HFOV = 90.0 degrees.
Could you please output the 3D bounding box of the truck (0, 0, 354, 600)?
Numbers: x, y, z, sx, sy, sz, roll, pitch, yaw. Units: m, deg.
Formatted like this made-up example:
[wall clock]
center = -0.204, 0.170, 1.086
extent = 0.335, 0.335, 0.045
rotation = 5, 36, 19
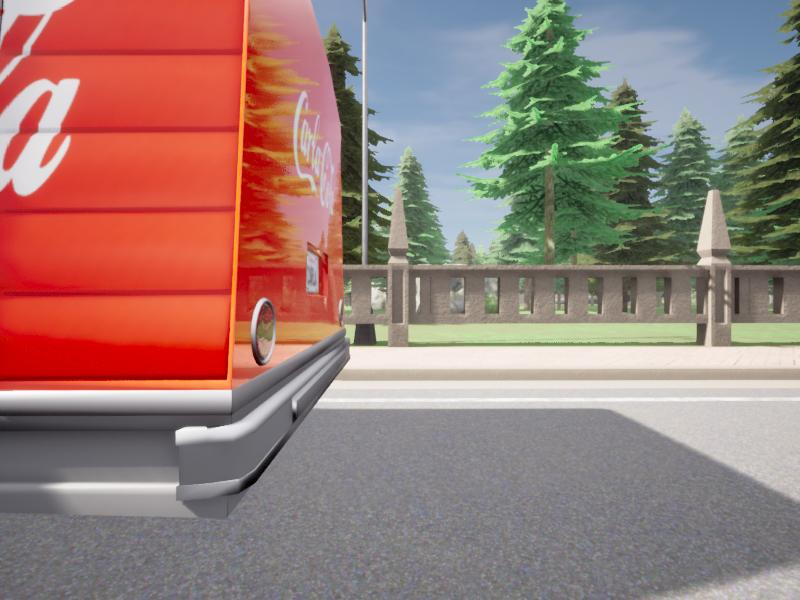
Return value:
[truck]
center = -2.993, -0.247, 2.167
extent = 5.204, 2.467, 2.627
rotation = 0, 0, -1
